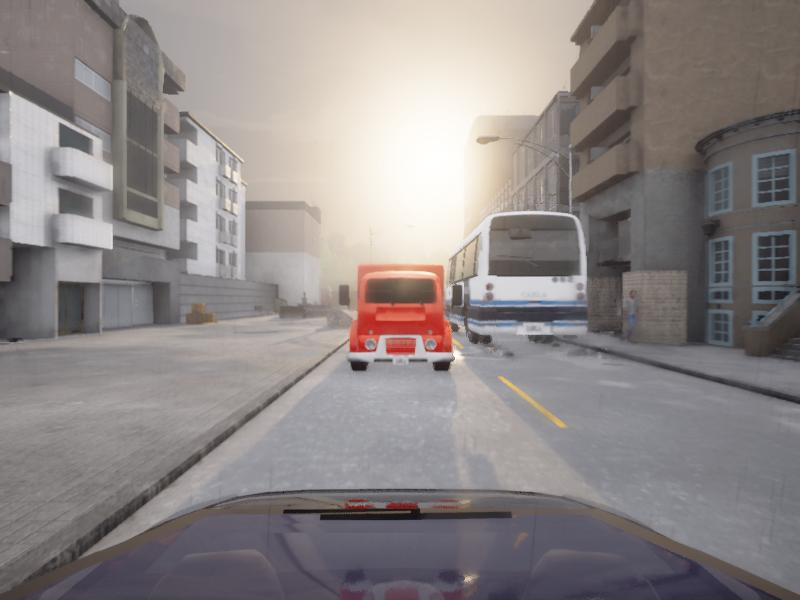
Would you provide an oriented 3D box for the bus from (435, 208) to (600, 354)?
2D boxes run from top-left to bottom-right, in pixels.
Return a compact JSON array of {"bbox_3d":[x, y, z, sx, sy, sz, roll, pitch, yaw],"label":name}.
[{"bbox_3d":[3.895,-0.543,16.810,3.944,4.253,10.273,0,0,0],"label":"bus"}]

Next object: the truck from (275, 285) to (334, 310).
[{"bbox_3d":[-14.736,-0.345,62.040,8.468,3.827,2.891,0,0,0],"label":"truck"}]

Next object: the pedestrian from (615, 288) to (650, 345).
[{"bbox_3d":[7.812,0.527,13.465,0.751,1.860,0.751,0,0,-4],"label":"pedestrian"}]

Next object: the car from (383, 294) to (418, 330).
[{"bbox_3d":[0.034,0.637,23.238,1.905,1.878,3.866,0,0,0],"label":"car"}]

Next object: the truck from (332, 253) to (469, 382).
[{"bbox_3d":[0.017,0.360,10.267,2.627,2.467,5.204,0,-1,0],"label":"truck"}]
